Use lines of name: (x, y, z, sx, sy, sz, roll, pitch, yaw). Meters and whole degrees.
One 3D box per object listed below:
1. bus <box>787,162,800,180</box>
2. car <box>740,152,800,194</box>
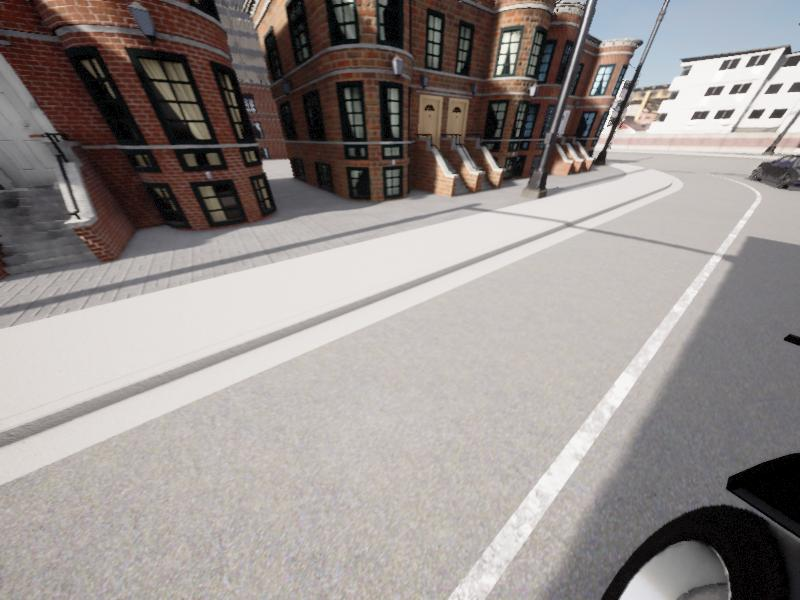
bus: (23.658, -6.485, 9.219, 3.944, 4.253, 10.273, 22, 41, 26)
car: (20.668, -6.598, 11.878, 2.033, 1.411, 5.357, 23, 41, 29)
